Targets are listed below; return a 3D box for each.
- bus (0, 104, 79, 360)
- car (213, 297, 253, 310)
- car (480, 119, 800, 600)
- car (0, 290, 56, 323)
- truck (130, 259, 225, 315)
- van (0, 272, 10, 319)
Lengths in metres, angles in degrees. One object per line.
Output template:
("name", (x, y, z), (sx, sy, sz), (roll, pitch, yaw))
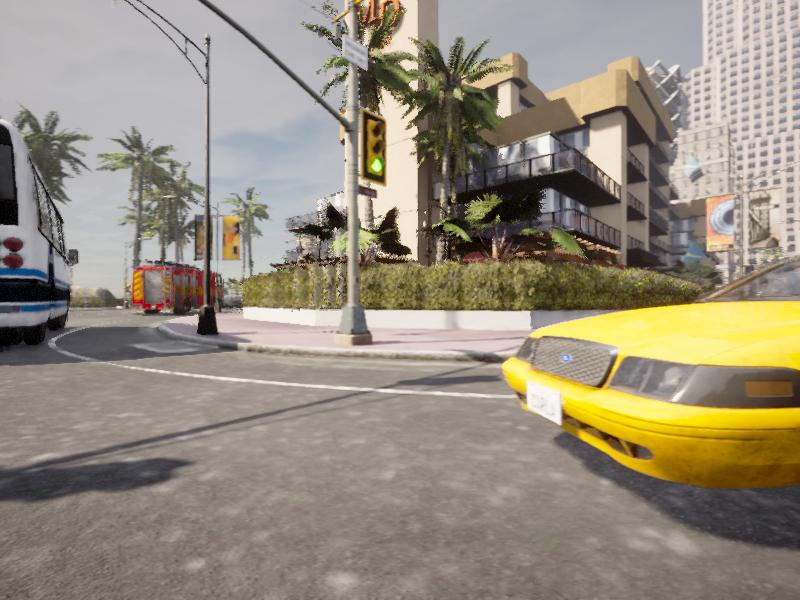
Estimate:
("bus", (-10.756, -1.116, 9.959), (3.944, 4.253, 10.273), (-1, 0, -37))
("car", (-18.382, 0.392, 44.139), (1.994, 1.385, 4.181), (0, 0, 14))
("car", (3.410, 0.211, 2.624), (5.366, 1.575, 1.801), (0, 0, -10))
("car", (-18.762, 0.284, 19.285), (1.970, 1.475, 3.806), (0, 0, -18))
("truck", (-16.972, -0.863, 31.452), (2.891, 3.827, 8.468), (0, 0, -1))
("van", (-22.514, -0.248, 19.643), (1.988, 2.561, 5.915), (0, 0, -13))
